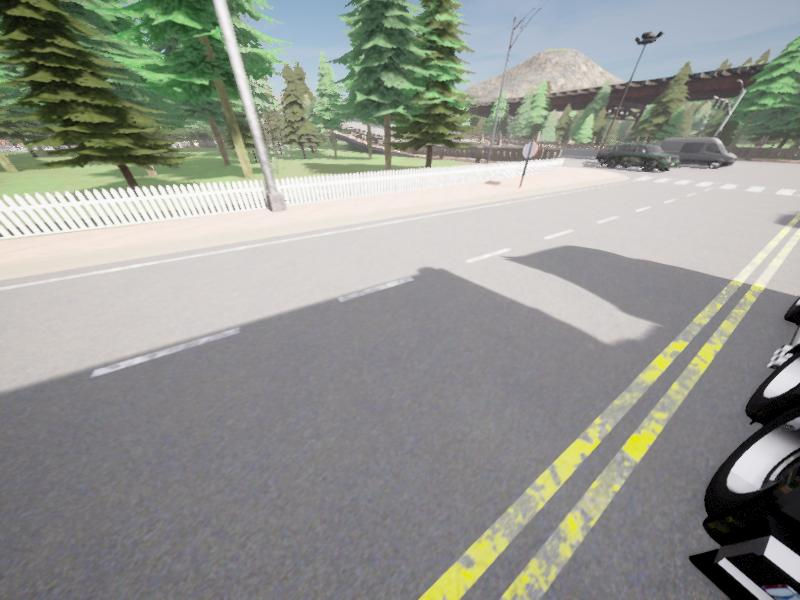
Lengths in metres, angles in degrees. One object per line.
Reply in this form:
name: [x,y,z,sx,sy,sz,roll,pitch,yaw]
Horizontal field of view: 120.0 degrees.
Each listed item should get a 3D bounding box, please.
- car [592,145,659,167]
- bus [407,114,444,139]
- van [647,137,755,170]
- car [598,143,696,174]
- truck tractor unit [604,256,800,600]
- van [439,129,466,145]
car: [24.445,-15.857,25.306,1.932,1.855,4.605,-20,39,-26]
bus: [6.458,-46.648,61.972,3.944,4.253,10.273,-20,47,-26]
van: [29.930,-14.921,23.416,1.988,2.561,5.915,-20,39,-26]
car: [21.778,-12.915,20.913,2.150,2.045,5.566,-6,35,-10]
truck tractor unit: [5.103,-0.305,0.813,6.516,4.208,3.053,-18,39,-25]
van: [12.492,-39.401,55.649,2.351,2.431,6.366,-20,46,-26]
